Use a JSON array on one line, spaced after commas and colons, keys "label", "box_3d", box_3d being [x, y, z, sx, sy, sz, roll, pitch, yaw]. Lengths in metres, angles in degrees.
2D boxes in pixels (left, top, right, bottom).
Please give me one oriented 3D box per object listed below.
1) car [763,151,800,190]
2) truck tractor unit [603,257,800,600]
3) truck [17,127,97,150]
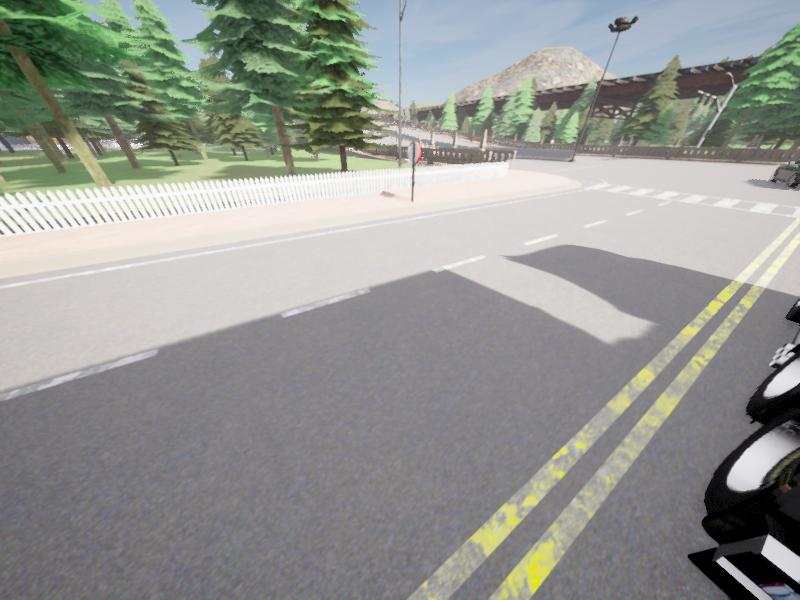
[{"label": "car", "box_3d": [24.742, -7.702, 13.693, 2.097, 1.767, 4.553, 26, 42, 32]}, {"label": "truck tractor unit", "box_3d": [5.097, -0.315, 0.794, 6.516, 4.208, 3.053, -19, 39, -25]}, {"label": "truck", "box_3d": [-72.853, -34.576, 49.601, 2.891, 3.827, 8.468, 7, 35, 10]}]
